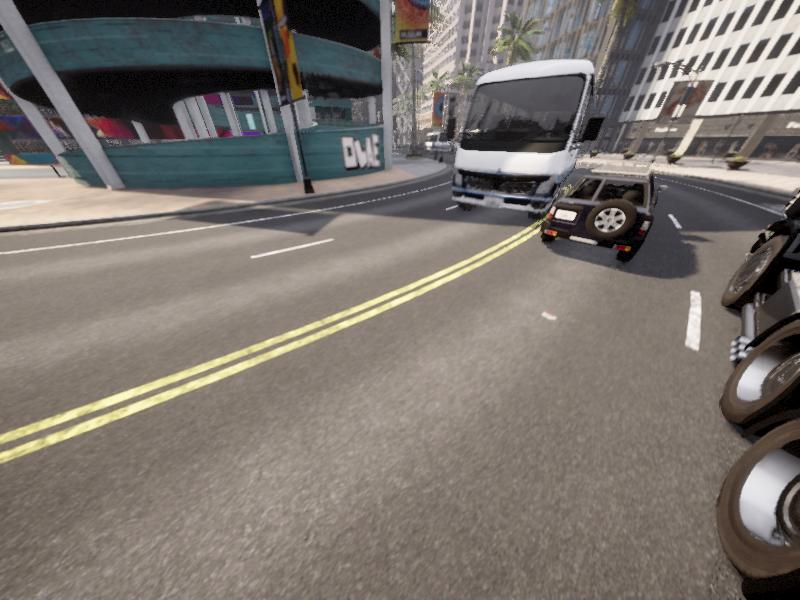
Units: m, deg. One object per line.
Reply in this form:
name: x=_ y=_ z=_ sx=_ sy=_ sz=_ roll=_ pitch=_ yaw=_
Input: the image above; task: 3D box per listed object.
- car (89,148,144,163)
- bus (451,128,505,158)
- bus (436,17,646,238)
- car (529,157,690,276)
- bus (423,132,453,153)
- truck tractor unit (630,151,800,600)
car: x=-38.279 y=-19.744 z=31.427 sx=2.128 sy=1.511 sz=4.902 roll=-7 pitch=35 yaw=-10
bus: x=14.274 y=-29.837 z=43.857 sx=3.944 sy=4.253 sz=10.273 roll=-13 pitch=36 yaw=-17
bus: x=5.953 y=-6.593 z=9.936 sx=3.944 sy=4.253 sz=10.273 roll=22 pitch=40 yaw=28
car: x=5.574 y=-2.577 z=6.168 sx=1.932 sy=1.855 sz=4.605 roll=29 pitch=44 yaw=35
bus: x=9.391 y=-40.627 z=59.608 sx=3.944 sy=4.253 sz=10.273 roll=-7 pitch=35 yaw=-10
truck tractor unit: x=4.903 y=-0.468 z=1.025 sx=6.516 sy=4.208 sz=3.053 roll=-26 pitch=42 yaw=-32
